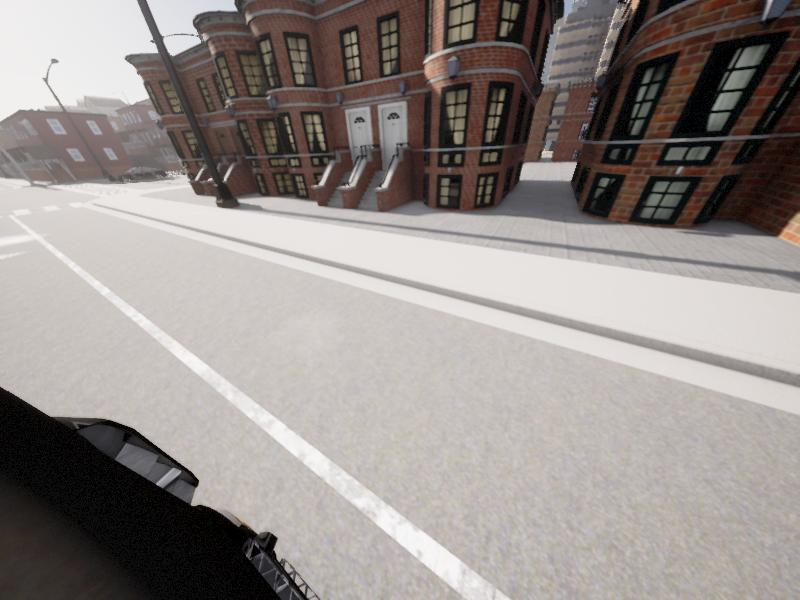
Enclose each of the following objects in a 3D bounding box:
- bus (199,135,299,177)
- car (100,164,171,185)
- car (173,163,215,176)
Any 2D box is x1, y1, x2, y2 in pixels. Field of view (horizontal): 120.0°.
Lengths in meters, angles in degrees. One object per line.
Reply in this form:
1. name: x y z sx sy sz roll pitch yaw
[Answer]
1. bus: -20.220 -20.215 32.262 3.944 4.253 10.273 16 38 26
2. car: -31.802 -15.305 28.020 1.930 1.638 5.238 16 38 26
3. car: -31.030 -19.757 34.966 1.994 1.385 4.181 17 38 27
